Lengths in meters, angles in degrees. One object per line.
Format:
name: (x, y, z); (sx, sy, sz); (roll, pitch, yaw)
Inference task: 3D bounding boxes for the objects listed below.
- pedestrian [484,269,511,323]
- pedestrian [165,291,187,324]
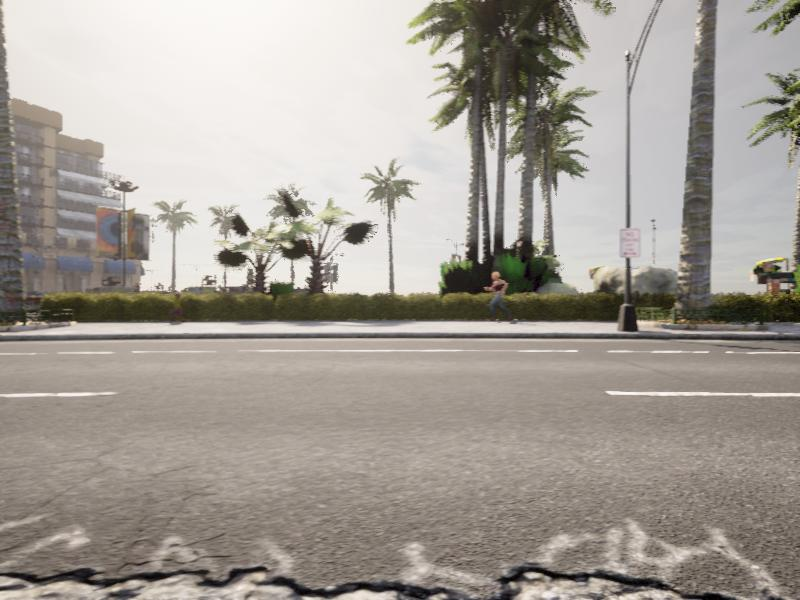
pedestrian: (3.433, -0.122, 14.155); (0.751, 1.860, 0.751); (0, 0, -2)
pedestrian: (-7.690, 0.260, 13.758); (0.500, 1.100, 0.500); (0, 0, -2)
